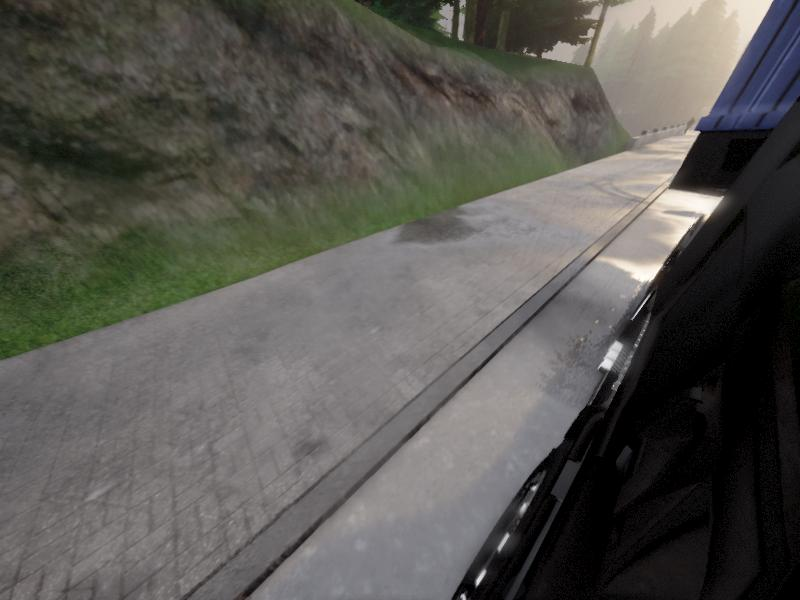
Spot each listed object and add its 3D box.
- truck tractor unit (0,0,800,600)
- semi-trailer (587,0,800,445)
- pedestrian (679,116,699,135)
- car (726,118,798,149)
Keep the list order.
[{"bbox_3d":[2.645,-0.295,0.352,6.516,4.208,3.053,-28,44,-30],"label":"truck tractor unit"},{"bbox_3d":[9.975,-2.066,2.086,14.254,4.402,2.717,-9,36,-8],"label":"semi-trailer"},{"bbox_3d":[36.447,-21.988,29.143,0.751,1.860,0.751,-28,44,-30],"label":"pedestrian"},{"bbox_3d":[27.757,-12.916,17.876,4.611,1.667,2.242,-28,44,-30],"label":"car"}]
